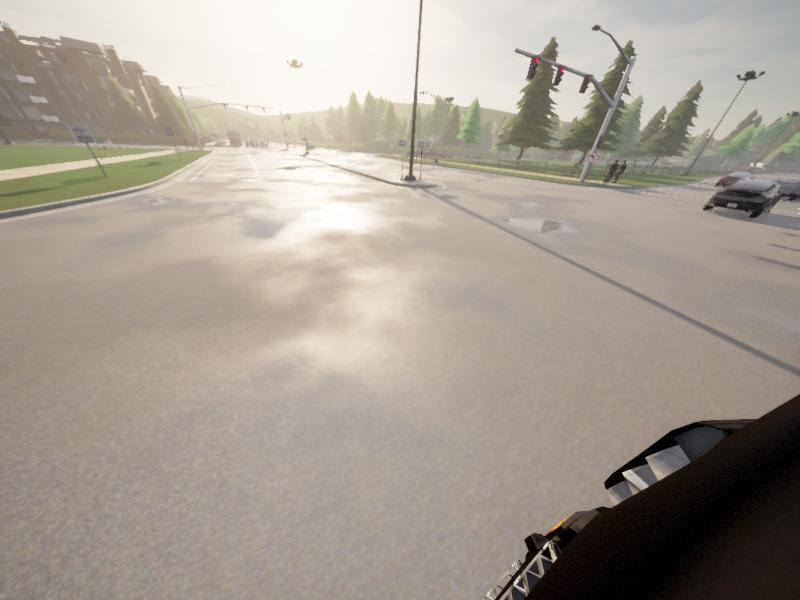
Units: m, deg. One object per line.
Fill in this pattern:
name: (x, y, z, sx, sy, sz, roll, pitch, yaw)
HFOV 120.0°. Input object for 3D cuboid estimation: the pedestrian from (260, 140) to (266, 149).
pedestrian: (-34.645, -39.306, 58.265, 0.751, 1.860, 0.751, -21, 40, -31)

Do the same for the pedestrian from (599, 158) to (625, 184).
pedestrian: (18.338, -11.142, 20.014, 0.751, 1.860, 0.751, 10, 34, 11)

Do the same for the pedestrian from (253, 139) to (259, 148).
pedestrian: (-36.468, -39.594, 58.552, 0.751, 1.860, 0.751, -19, 40, -30)

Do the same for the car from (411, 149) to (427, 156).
car: (5.265, -41.059, 64.334, 3.988, 1.617, 1.851, -16, 38, -26)

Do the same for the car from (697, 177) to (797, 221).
car: (18.133, -5.394, 12.055, 4.892, 1.490, 1.837, -16, 38, -26)

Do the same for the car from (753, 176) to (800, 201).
car: (30.981, -9.017, 18.584, 4.181, 1.385, 1.994, -16, 38, -26)

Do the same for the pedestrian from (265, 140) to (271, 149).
pedestrian: (-33.892, -39.881, 59.183, 0.751, 1.860, 0.751, -16, 38, -26)

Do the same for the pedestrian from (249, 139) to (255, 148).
pedestrian: (-36.858, -39.030, 57.680, 0.751, 1.860, 0.751, -15, 38, -25)

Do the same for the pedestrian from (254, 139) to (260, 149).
pedestrian: (-35.625, -38.934, 57.632, 0.751, 1.860, 0.751, -20, 40, -31)

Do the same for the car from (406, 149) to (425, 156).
car: (4.576, -43.028, 67.394, 5.027, 1.651, 2.152, -16, 38, -26)

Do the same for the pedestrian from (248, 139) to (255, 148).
pedestrian: (-36.606, -38.490, 56.893, 0.751, 1.860, 0.751, -20, 40, -31)

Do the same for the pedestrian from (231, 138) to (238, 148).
pedestrian: (-39.703, -37.691, 55.457, 0.751, 1.860, 0.751, -19, 40, -29)

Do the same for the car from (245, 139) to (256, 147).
car: (-42.907, -45.075, 66.280, 1.905, 1.878, 3.866, -16, 38, -26)

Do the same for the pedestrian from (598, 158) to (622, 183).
pedestrian: (18.691, -11.493, 20.566, 0.751, 1.860, 0.751, -21, 41, -32)

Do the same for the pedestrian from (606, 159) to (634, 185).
pedestrian: (18.829, -10.982, 19.813, 0.751, 1.860, 0.751, -7, 35, -14)

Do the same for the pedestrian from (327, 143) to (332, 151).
pedestrian: (-20.707, -44.844, 67.628, 0.751, 1.860, 0.751, 27, 40, 31)

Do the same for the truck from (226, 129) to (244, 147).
truck: (-46.058, -45.179, 64.433, 2.891, 3.827, 8.468, -16, 38, -26)

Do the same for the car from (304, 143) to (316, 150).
car: (-26.458, -45.254, 68.035, 1.930, 1.638, 5.238, -16, 38, -26)

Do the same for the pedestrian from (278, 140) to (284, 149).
pedestrian: (-31.110, -40.772, 60.457, 0.751, 1.860, 0.751, -21, 41, -31)

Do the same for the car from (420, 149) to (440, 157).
car: (8.049, -39.651, 62.340, 4.856, 1.649, 2.033, -16, 38, -26)

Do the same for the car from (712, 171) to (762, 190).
car: (34.782, -12.385, 23.845, 4.674, 1.442, 1.812, -16, 38, -26)
